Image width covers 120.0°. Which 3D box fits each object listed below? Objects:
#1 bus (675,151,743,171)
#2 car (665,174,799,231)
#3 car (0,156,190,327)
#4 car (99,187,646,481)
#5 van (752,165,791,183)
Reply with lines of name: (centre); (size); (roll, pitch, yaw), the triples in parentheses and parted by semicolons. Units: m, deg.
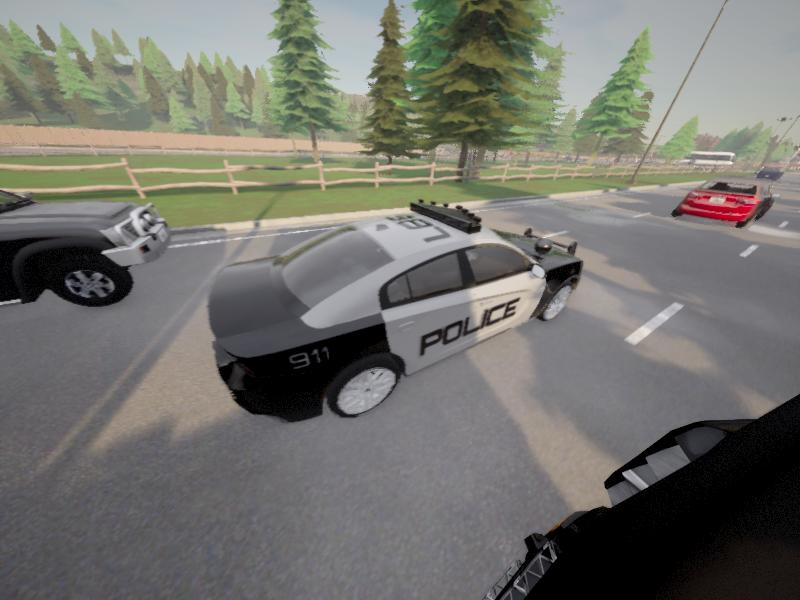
bus: (87.748, -39.694, 65.934); (3.944, 4.253, 10.273); (-16, 38, -25)
car: (14.521, -4.463, 10.163); (4.611, 1.667, 2.242); (-16, 38, -26)
car: (-6.237, -0.757, 3.036); (4.605, 1.855, 1.932); (-17, 38, -25)
car: (0.599, -0.416, 3.164); (5.238, 1.638, 1.930); (-16, 38, -26)
van: (51.916, -17.653, 32.270); (4.442, 1.987, 1.775); (-16, 38, -26)
